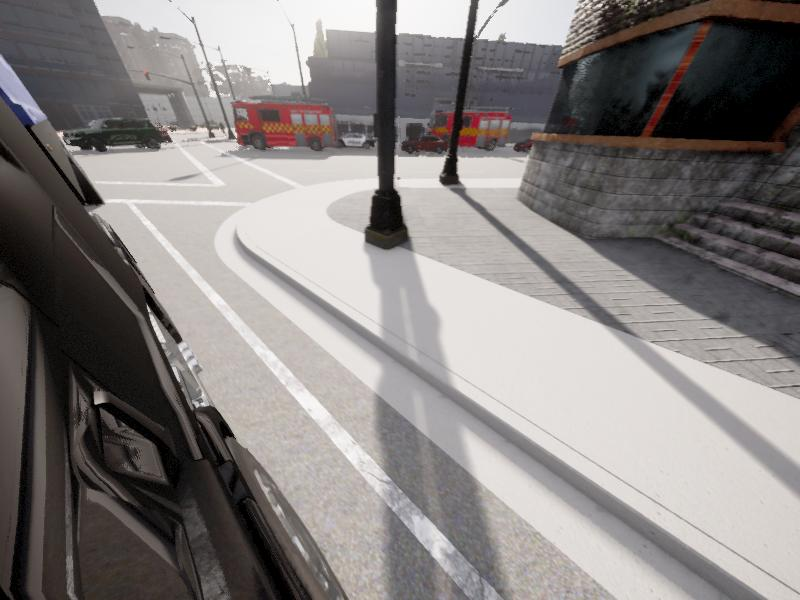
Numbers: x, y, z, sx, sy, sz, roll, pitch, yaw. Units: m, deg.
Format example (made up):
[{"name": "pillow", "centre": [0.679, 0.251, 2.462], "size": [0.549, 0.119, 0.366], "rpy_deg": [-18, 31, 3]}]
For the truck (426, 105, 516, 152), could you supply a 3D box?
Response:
[{"name": "truck", "centre": [7.408, -18.703, 25.349], "size": [8.468, 3.827, 2.891], "rpy_deg": [-2, 37, -4]}]

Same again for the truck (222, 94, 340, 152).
[{"name": "truck", "centre": [-10.203, -15.994, 21.163], "size": [8.468, 3.827, 2.891], "rpy_deg": [-2, 37, -4]}]

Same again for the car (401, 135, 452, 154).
[{"name": "car", "centre": [2.482, -15.439, 22.888], "size": [4.674, 1.442, 1.812], "rpy_deg": [-3, 37, -4]}]

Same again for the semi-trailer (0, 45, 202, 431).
[{"name": "semi-trailer", "centre": [-8.703, -3.582, 4.249], "size": [14.254, 4.402, 2.717], "rpy_deg": [28, 44, 30]}]

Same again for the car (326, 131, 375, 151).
[{"name": "car", "centre": [-5.198, -17.322, 25.092], "size": [4.974, 1.542, 2.038], "rpy_deg": [-1, 36, -4]}]

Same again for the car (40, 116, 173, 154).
[{"name": "car", "centre": [-21.597, -12.564, 17.546], "size": [2.150, 2.045, 5.566], "rpy_deg": [12, 38, 15]}]

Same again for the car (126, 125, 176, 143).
[{"name": "car", "centre": [-27.007, -18.060, 25.086], "size": [4.193, 1.474, 1.816], "rpy_deg": [17, 40, 19]}]

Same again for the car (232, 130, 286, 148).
[{"name": "car", "centre": [-14.733, -16.998, 24.356], "size": [4.181, 1.385, 1.994], "rpy_deg": [-2, 37, -5]}]

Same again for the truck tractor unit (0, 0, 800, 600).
[{"name": "truck tractor unit", "centre": [-2.645, -0.295, 0.351], "size": [6.516, 4.208, 3.053], "rpy_deg": [28, 44, 30]}]

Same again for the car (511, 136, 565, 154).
[{"name": "car", "centre": [14.021, -15.940, 23.704], "size": [4.193, 1.474, 1.816], "rpy_deg": [-3, 37, -4]}]
